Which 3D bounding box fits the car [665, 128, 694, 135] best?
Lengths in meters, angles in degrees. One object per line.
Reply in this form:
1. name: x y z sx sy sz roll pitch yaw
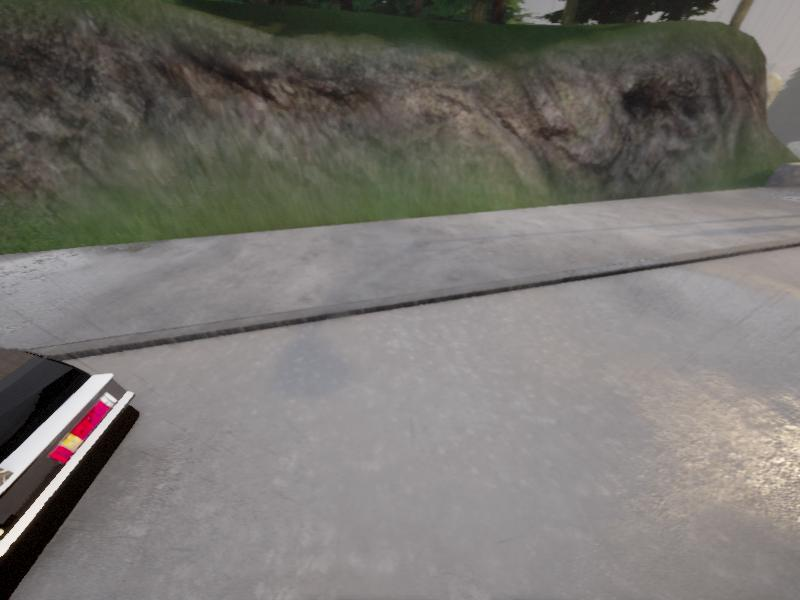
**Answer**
1. car: 70.006 -42.193 57.817 4.792 1.488 2.163 -8 37 -10
